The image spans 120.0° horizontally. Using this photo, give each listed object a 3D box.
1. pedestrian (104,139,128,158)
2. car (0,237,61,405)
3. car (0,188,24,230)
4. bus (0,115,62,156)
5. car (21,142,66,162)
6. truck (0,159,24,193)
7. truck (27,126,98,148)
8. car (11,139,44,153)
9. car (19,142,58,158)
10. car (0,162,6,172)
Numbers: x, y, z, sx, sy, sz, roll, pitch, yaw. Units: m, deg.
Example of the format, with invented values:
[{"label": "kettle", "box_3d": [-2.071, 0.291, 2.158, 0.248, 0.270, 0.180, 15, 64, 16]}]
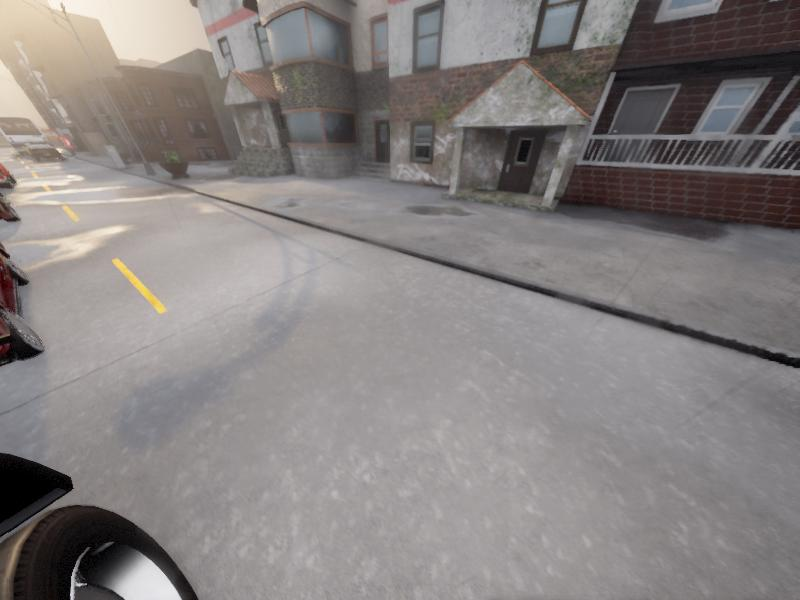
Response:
[{"label": "pedestrian", "box_3d": [-32.873, -17.568, 26.769, 0.751, 1.860, 0.751, 14, 37, 18]}, {"label": "car", "box_3d": [-6.335, 0.020, 2.725, 4.718, 1.301, 1.895, 22, 41, 28]}, {"label": "car", "box_3d": [-13.741, -3.035, 6.934, 4.181, 1.385, 1.994, 22, 41, 28]}, {"label": "bus", "box_3d": [-53.256, -23.090, 32.604, 10.273, 4.253, 3.944, 22, 41, 28]}, {"label": "car", "box_3d": [-39.567, -16.514, 25.637, 5.238, 1.638, 1.930, 22, 41, 28]}, {"label": "truck", "box_3d": [-21.667, -6.730, 11.154, 5.204, 2.467, 2.627, 22, 41, 28]}, {"label": "truck", "box_3d": [-78.892, -38.256, 54.303, 2.891, 3.827, 8.468, 22, 41, 28]}, {"label": "car", "box_3d": [-61.251, -25.432, 38.001, 4.553, 1.767, 2.097, 22, 41, 28]}, {"label": "car", "box_3d": [-45.609, -18.939, 29.124, 5.008, 1.535, 1.882, 22, 41, 28]}, {"label": "car", "box_3d": [-31.759, -10.611, 17.099, 3.866, 1.878, 1.905, 22, 41, 28]}]
